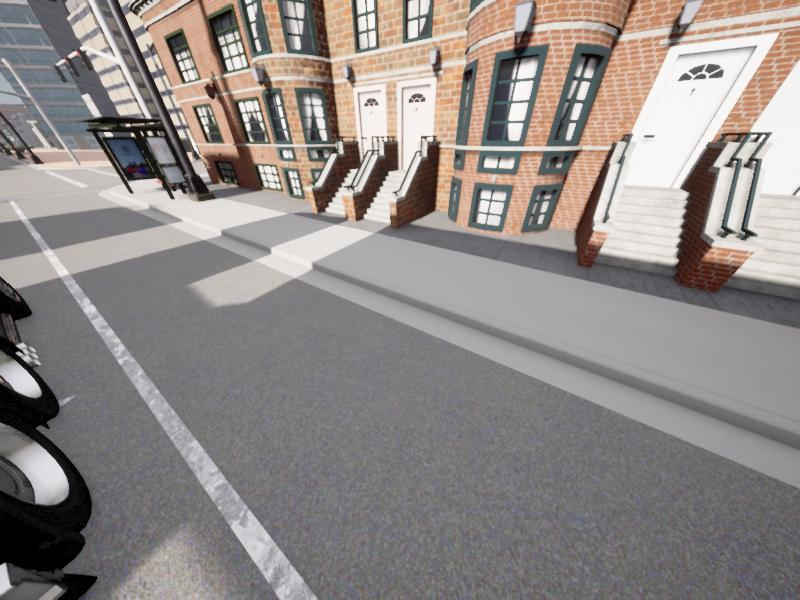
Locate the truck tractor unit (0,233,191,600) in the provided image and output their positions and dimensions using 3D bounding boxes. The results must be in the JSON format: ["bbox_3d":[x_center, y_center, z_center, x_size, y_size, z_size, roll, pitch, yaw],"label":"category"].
[{"bbox_3d":[-5.059,-0.349,0.855,6.516,4.208,3.053,20,40,27],"label":"truck tractor unit"}]
